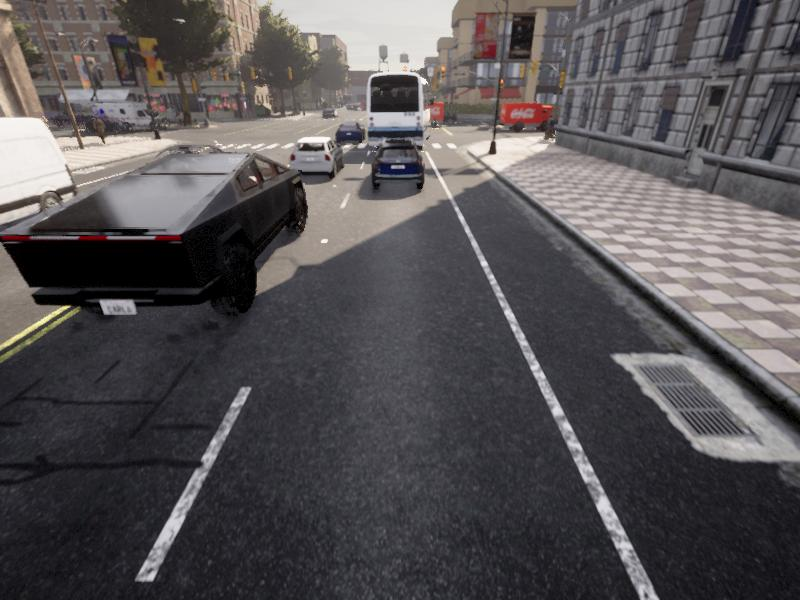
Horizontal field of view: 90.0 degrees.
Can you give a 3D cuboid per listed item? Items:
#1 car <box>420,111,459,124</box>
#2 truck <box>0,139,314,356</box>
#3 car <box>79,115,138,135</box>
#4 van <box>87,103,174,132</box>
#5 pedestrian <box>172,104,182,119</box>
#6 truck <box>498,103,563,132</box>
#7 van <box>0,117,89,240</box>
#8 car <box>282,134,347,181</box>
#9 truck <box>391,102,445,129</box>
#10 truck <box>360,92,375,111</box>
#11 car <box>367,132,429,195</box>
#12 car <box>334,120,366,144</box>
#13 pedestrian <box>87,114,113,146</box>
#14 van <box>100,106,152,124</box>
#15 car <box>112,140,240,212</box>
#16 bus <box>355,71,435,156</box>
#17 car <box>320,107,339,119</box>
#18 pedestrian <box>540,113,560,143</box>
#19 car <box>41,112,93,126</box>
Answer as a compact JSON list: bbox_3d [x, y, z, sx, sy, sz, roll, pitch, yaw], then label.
[{"bbox_3d":[4.816,-22.627,49.540,4.674,1.442,1.812,0,27,0],"label":"car"},{"bbox_3d":[-3.526,-1.627,7.595,2.390,2.098,6.274,0,27,0],"label":"truck"},{"bbox_3d":[-26.222,-15.804,36.100,3.633,1.501,1.845,1,27,2],"label":"car"},{"bbox_3d":[-26.176,-17.832,39.094,6.366,2.431,2.351,0,27,0],"label":"van"},{"bbox_3d":[-31.751,-26.803,56.959,0.751,1.860,0.751,-4,27,-8],"label":"pedestrian"},{"bbox_3d":[12.592,-17.879,39.077,5.204,2.467,2.627,0,27,0],"label":"truck"},{"bbox_3d":[-10.549,-2.629,9.089,1.988,2.561,5.915,0,27,0],"label":"van"},{"bbox_3d":[-3.584,-6.337,17.529,1.970,1.475,3.806,0,27,0],"label":"car"},{"bbox_3d":[1.960,-20.090,43.445,5.204,2.467,2.627,-14,29,-26],"label":"truck"},{"bbox_3d":[-7.707,-47.584,95.940,2.891,3.827,8.468,0,27,0],"label":"truck"},{"bbox_3d":[-0.072,-5.527,15.767,2.033,1.649,4.856,0,27,0],"label":"car"},{"bbox_3d":[-3.680,-12.727,30.194,1.994,1.385,4.181,-1,27,-1],"label":"car"},{"bbox_3d":[-19.559,-11.095,26.089,0.751,1.860,0.751,-12,29,-22],"label":"pedestrian"},{"bbox_3d":[-33.699,-22.846,49.380,4.480,2.038,2.069,0,27,0],"label":"van"},{"bbox_3d":[-7.054,-4.220,13.234,1.851,1.617,3.988,0,27,0],"label":"car"},{"bbox_3d":[0.159,-12.651,26.875,3.944,4.253,10.273,2,27,6],"label":"bus"},{"bbox_3d":[-10.934,-29.199,62.312,2.038,1.542,4.974,0,27,0],"label":"car"},{"bbox_3d":[10.350,-11.939,27.694,0.751,1.860,0.751,-3,27,-6],"label":"pedestrian"},{"bbox_3d":[-38.525,-20.998,46.384,4.193,1.474,1.816,0,27,0],"label":"car"}]
